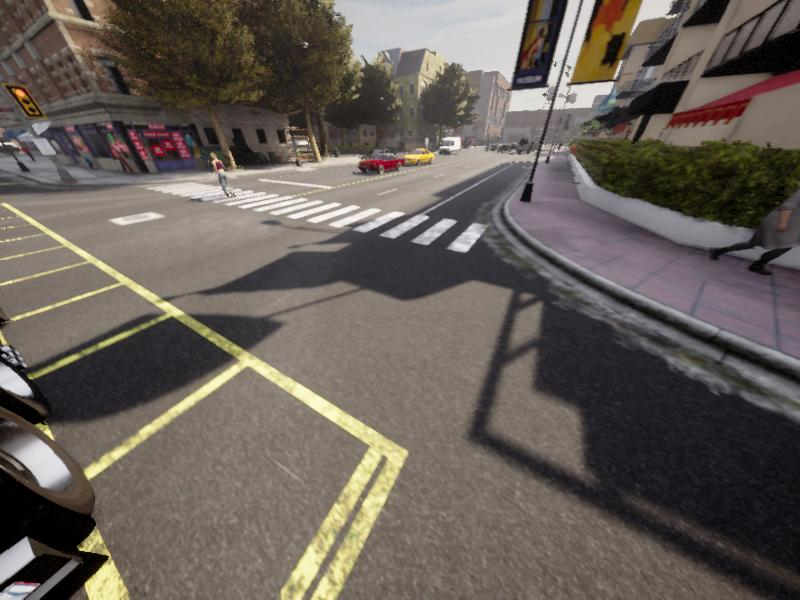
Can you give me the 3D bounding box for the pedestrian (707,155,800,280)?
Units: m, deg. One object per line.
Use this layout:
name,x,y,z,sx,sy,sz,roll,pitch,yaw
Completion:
pedestrian,6.719,-1.412,4.034,0.751,1.860,0.751,-20,39,-26

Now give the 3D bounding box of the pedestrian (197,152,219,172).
pedestrian,-15.603,-11.226,18.802,0.751,1.300,0.751,17,39,23

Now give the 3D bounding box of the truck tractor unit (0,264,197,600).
truck tractor unit,-5.112,-0.300,0.779,6.516,4.208,3.053,18,39,24

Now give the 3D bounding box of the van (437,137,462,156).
van,8.509,-26.191,39.317,1.988,2.561,5.915,18,39,24

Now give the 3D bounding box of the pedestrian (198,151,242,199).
pedestrian,-8.271,-5.790,10.710,0.751,1.860,0.751,18,39,24

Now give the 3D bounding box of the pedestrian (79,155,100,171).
pedestrian,-26.445,-11.647,19.670,0.500,1.100,0.500,16,38,23

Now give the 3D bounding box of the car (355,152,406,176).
car,-1.499,-11.512,19.408,1.895,1.301,4.718,18,39,24

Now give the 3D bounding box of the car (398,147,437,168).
car,1.942,-15.106,24.295,1.801,1.575,5.366,18,39,24

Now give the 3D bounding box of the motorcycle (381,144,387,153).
motorcycle,-3.144,-30.131,45.943,0.764,1.277,2.356,-9,34,6

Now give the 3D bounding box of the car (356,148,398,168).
car,-2.233,-14.904,24.107,1.837,1.490,4.892,18,39,24

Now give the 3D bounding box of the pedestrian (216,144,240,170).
pedestrian,-14.859,-12.408,20.003,0.751,1.860,0.751,14,37,20

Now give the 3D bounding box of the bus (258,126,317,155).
bus,-21.803,-30.923,44.864,10.273,4.253,3.944,18,39,24
